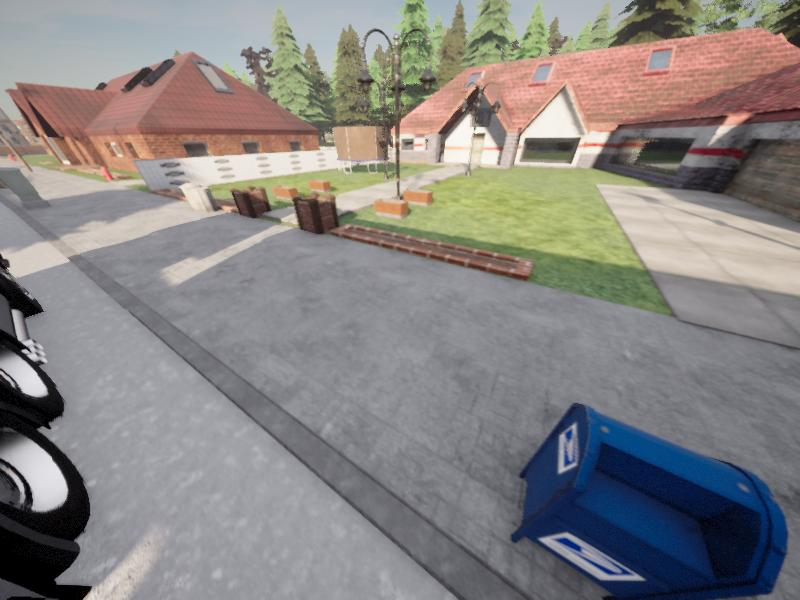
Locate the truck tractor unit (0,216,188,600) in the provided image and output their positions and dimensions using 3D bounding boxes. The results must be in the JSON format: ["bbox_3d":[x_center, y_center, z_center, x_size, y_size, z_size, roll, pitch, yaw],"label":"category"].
[{"bbox_3d":[-5.032,-0.372,0.883,6.516,4.208,3.053,22,41,28],"label":"truck tractor unit"}]
